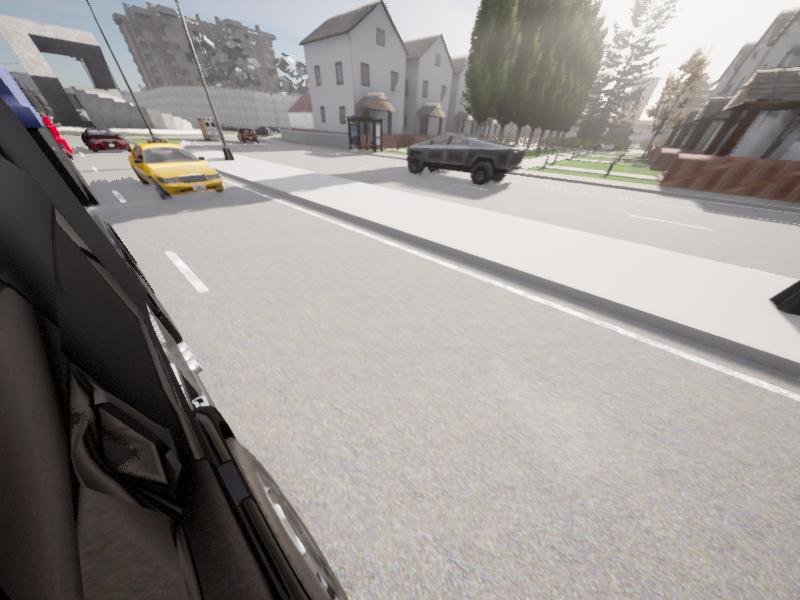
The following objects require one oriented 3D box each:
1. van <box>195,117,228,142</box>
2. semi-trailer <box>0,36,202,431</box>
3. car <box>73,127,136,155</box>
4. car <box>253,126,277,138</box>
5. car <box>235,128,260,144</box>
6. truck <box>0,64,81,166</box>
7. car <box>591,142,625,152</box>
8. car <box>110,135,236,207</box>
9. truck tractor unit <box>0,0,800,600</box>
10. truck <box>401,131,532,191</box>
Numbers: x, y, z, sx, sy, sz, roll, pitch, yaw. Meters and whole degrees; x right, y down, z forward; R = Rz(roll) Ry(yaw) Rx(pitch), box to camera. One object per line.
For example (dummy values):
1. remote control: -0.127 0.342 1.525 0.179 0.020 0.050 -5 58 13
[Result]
1. van: -24.637 -22.407 30.292 2.351 2.431 6.366 -19 42 -27
2. semi-trailer: -8.745 -3.559 4.202 14.254 4.402 2.717 27 43 29
3. car: -21.554 -11.641 16.853 4.181 1.385 1.994 26 42 28
4. car: -24.944 -31.283 42.910 1.930 1.638 5.238 -2 37 -6
5. car: -19.679 -21.178 29.753 1.816 1.474 4.193 -22 43 -30
6. truck: -21.953 -10.204 12.825 8.468 3.827 2.891 26 43 28
7. car: 44.384 -32.787 49.442 4.974 1.542 2.038 10 37 10
8. car: -8.438 -4.950 8.490 5.366 1.575 1.801 28 43 30
9. truck tractor unit: -2.645 -0.295 0.351 6.516 4.208 3.053 28 44 30
10. truck: 3.294 -7.894 12.782 6.274 2.098 2.390 28 43 30
